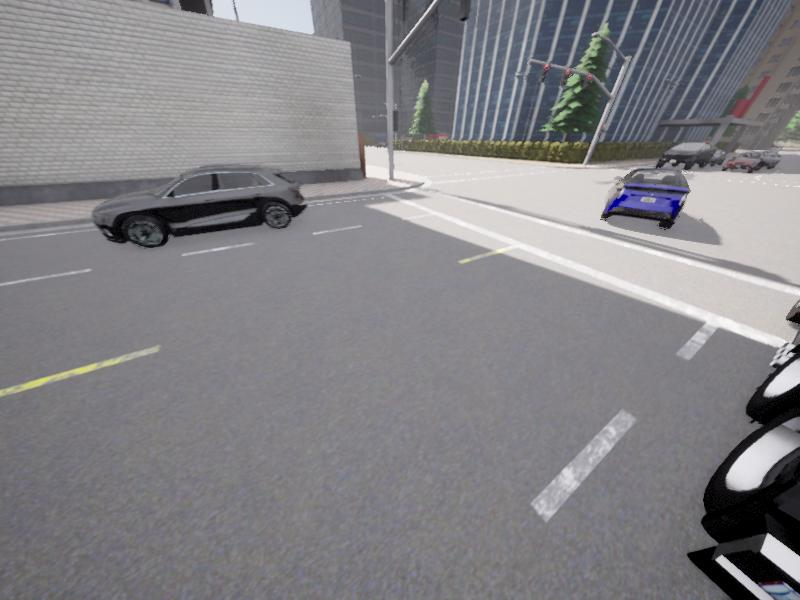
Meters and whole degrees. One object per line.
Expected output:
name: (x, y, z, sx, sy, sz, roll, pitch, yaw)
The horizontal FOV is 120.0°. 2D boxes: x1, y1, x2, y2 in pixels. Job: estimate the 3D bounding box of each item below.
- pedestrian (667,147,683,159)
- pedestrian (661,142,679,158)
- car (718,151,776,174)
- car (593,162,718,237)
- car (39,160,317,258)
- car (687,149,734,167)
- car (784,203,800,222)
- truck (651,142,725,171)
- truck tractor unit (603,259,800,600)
pedestrian: (38.190, -20.463, 32.106, 0.751, 1.300, 0.751, 17, 38, 22)
pedestrian: (37.433, -20.751, 32.020, 0.751, 1.860, 0.751, -21, 41, -28)
car: (30.808, -12.281, 20.519, 4.193, 1.474, 1.816, -18, 39, -25)
car: (8.689, -3.820, 8.219, 2.007, 1.525, 4.514, 26, 42, 31)
car: (-5.234, -2.852, 6.558, 4.856, 1.649, 2.033, -19, 39, -25)
car: (34.295, -15.737, 25.511, 4.674, 1.442, 1.812, -18, 39, -25)
car: (15.451, -2.672, 6.339, 1.932, 1.855, 4.605, -19, 40, -25)
truck: (27.499, -13.774, 22.069, 6.274, 2.098, 2.390, -18, 39, -24)
truck tractor unit: (5.101, -0.311, 0.789, 6.516, 4.208, 3.053, -19, 39, -24)
